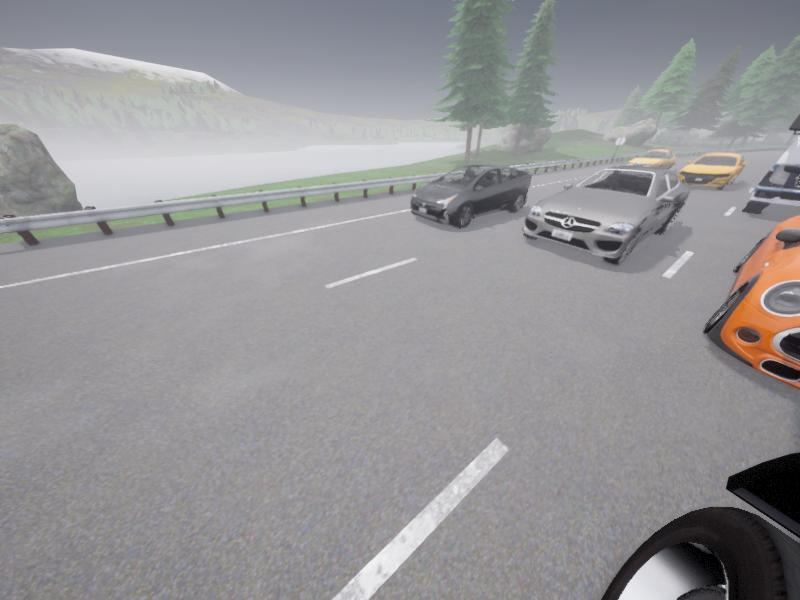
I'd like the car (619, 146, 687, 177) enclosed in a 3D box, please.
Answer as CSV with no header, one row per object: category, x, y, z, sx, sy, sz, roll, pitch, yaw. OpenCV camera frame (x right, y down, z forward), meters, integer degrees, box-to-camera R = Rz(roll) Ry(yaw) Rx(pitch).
car,18.520,-10.196,16.884,5.366,1.575,1.801,-22,41,-28

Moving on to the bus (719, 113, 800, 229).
bus,16.160,-5.334,7.682,10.273,4.253,3.944,-22,41,-28

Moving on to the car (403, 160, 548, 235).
car,2.524,-3.677,7.792,4.514,1.525,2.007,-22,41,-28

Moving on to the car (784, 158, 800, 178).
car,28.123,-9.069,15.136,4.611,1.667,2.242,-20,40,-26

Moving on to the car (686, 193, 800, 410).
car,6.013,-0.274,2.725,4.553,1.767,2.097,-22,41,-28

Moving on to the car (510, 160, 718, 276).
car,5.547,-2.484,5.994,5.027,1.651,2.152,-22,41,-28

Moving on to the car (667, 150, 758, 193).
car,16.941,-7.079,12.509,5.008,1.535,1.882,-23,41,-27
